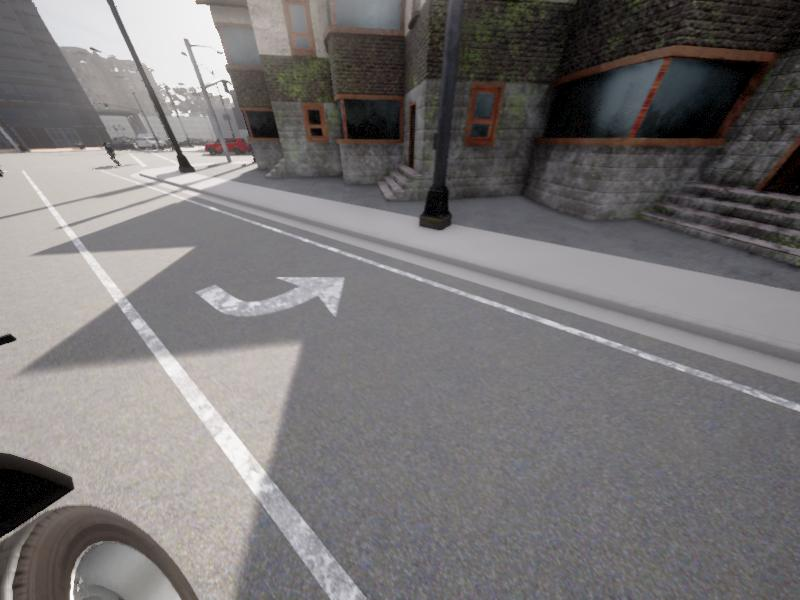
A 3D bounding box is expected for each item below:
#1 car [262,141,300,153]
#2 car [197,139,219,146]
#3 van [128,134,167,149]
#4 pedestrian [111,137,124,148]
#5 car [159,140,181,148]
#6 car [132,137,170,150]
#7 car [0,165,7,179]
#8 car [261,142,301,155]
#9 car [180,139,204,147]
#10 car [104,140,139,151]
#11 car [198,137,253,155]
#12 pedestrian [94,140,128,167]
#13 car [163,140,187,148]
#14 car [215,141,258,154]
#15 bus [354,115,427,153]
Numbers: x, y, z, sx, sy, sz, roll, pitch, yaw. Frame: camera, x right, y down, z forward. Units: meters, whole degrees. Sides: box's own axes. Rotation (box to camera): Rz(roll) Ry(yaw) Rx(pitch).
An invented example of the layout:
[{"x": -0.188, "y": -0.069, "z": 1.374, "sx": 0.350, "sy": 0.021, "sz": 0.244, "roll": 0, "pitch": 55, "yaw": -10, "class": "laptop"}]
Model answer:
[{"x": -18.901, "y": -24.365, "z": 36.846, "sx": 4.892, "sy": 1.490, "sz": 1.837, "roll": -6, "pitch": 36, "yaw": -8, "class": "car"}, {"x": -51.874, "y": -42.766, "z": 62.687, "sx": 1.930, "sy": 1.638, "sz": 5.238, "roll": -2, "pitch": 35, "yaw": -3, "class": "car"}, {"x": -53.175, "y": -33.595, "z": 48.892, "sx": 1.988, "sy": 2.561, "sz": 5.915, "roll": -5, "pitch": 36, "yaw": -8, "class": "van"}, {"x": -56.734, "y": -31.666, "z": 46.412, "sx": 0.751, "sy": 1.860, "sz": 0.751, "roll": -6, "pitch": 36, "yaw": -9, "class": "pedestrian"}, {"x": -54.335, "y": -36.987, "z": 54.567, "sx": 1.845, "sy": 1.501, "sz": 3.633, "roll": -6, "pitch": 36, "yaw": -8, "class": "car"}, {"x": -48.973, "y": -30.979, "z": 45.645, "sx": 2.150, "sy": 2.045, "sz": 5.566, "roll": -5, "pitch": 36, "yaw": -8, "class": "car"}, {"x": -27.140, "y": -8.508, "z": 14.615, "sx": 4.718, "sy": 1.301, "sz": 1.895, "roll": 22, "pitch": 41, "yaw": 28, "class": "car"}, {"x": -17.478, "y": -22.444, "z": 34.153, "sx": 4.674, "sy": 1.442, "sz": 1.812, "roll": -6, "pitch": 36, "yaw": -8, "class": "car"}, {"x": -51.179, "y": -38.734, "z": 56.975, "sx": 1.930, "sy": 1.638, "sz": 5.238, "roll": -5, "pitch": 36, "yaw": -7, "class": "car"}, {"x": -51.966, "y": -28.902, "z": 43.169, "sx": 1.816, "sy": 1.474, "sz": 4.193, "roll": -5, "pitch": 36, "yaw": -8, "class": "car"}, {"x": -24.675, "y": -21.963, "z": 32.973, "sx": 5.566, "sy": 2.045, "sz": 2.150, "roll": -6, "pitch": 36, "yaw": -8, "class": "car"}, {"x": -24.452, "y": -12.419, "z": 19.605, "sx": 0.751, "sy": 1.860, "sz": 0.751, "roll": -2, "pitch": 35, "yaw": -3, "class": "pedestrian"}, {"x": -50.129, "y": -34.830, "z": 51.592, "sx": 1.816, "sy": 1.474, "sz": 4.193, "roll": -5, "pitch": 36, "yaw": -8, "class": "car"}, {"x": -25.292, "y": -23.745, "z": 35.942, "sx": 5.008, "sy": 1.535, "sz": 1.882, "roll": -6, "pitch": 35, "yaw": -8, "class": "car"}, {"x": -1.497, "y": -25.328, "z": 35.338, "sx": 10.273, "sy": 4.253, "sz": 3.944, "roll": -7, "pitch": 36, "yaw": -7, "class": "bus"}]
